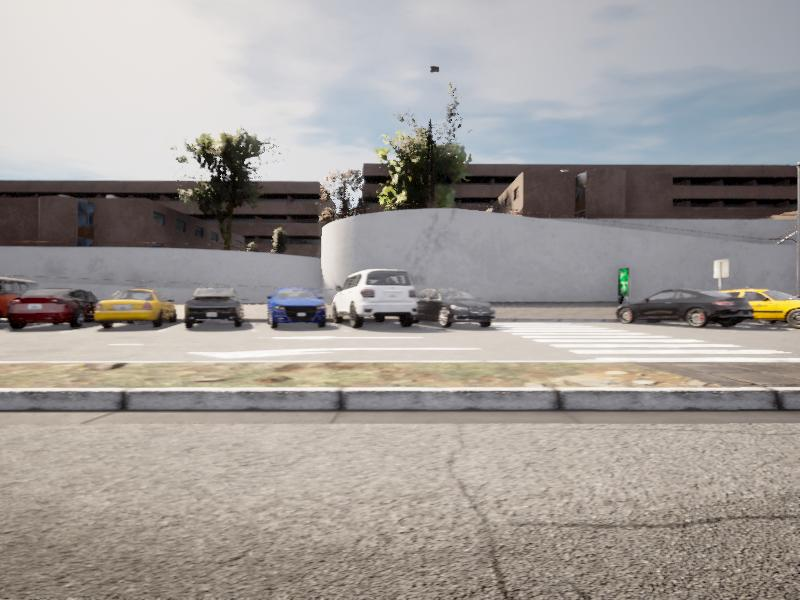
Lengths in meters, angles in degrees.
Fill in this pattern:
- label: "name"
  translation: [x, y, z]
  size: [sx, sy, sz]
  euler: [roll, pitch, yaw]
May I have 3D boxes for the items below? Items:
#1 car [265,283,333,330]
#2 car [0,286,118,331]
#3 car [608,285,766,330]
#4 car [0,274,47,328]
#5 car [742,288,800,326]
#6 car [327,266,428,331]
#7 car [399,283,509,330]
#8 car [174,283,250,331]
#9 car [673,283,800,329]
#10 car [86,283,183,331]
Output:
- label: "car"
  translation: [-4.108, 0.246, 15.614]
  size: [2.097, 1.535, 5.008]
  euler: [0, -1, -20]
- label: "car"
  translation: [-13.071, 0.307, 15.661]
  size: [2.163, 1.488, 4.792]
  euler: [0, -1, -20]
- label: "car"
  translation: [10.798, 0.278, 15.560]
  size: [2.002, 1.452, 4.674]
  euler: [0, -1, -20]
- label: "car"
  translation: [-15.999, 0.061, 15.538]
  size: [1.878, 1.987, 4.442]
  euler: [0, -1, -20]
- label: "car"
  translation: [16.751, 0.281, 15.573]
  size: [2.163, 1.488, 4.792]
  euler: [0, -1, -20]
- label: "car"
  translation: [-1.144, -0.012, 15.629]
  size: [2.435, 2.045, 5.566]
  euler: [0, -1, -20]
- label: "car"
  translation: [1.857, 0.237, 15.600]
  size: [2.231, 1.521, 4.892]
  euler: [1, -1, -20]
- label: "car"
  translation: [-7.094, 0.256, 15.611]
  size: [2.231, 1.521, 4.892]
  euler: [0, -1, -20]
- label: "car"
  translation: [13.846, 0.237, 15.382]
  size: [1.946, 1.575, 5.366]
  euler: [1, -1, -20]
- label: "car"
  translation: [-10.141, 0.265, 15.800]
  size: [1.946, 1.575, 5.366]
  euler: [0, -1, -20]
